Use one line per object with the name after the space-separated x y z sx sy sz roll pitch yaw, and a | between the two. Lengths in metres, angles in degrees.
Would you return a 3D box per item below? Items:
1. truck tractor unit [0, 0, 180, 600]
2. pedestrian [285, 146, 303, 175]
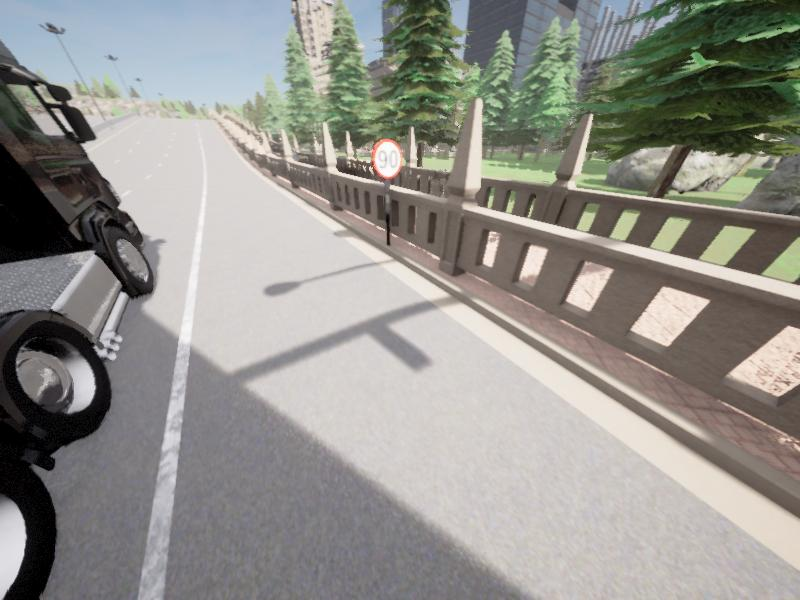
-4.546 -0.651 1.295 3.053 4.208 6.516 -21 40 -28 | truck tractor unit
-8.165 -10.748 17.835 0.751 1.860 0.751 -21 39 -28 | pedestrian
